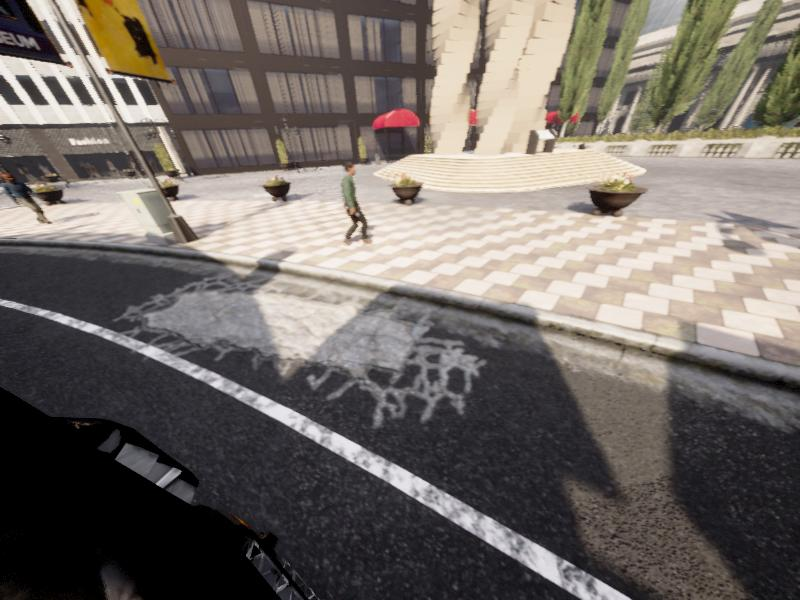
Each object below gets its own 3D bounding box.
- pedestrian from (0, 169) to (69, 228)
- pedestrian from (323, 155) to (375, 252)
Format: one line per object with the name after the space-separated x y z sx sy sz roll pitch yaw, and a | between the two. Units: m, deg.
-13.721 -3.706 8.470 0.751 1.860 0.751 4 34 10 | pedestrian
-1.112 -2.142 5.189 0.751 1.860 0.751 -12 35 -13 | pedestrian
